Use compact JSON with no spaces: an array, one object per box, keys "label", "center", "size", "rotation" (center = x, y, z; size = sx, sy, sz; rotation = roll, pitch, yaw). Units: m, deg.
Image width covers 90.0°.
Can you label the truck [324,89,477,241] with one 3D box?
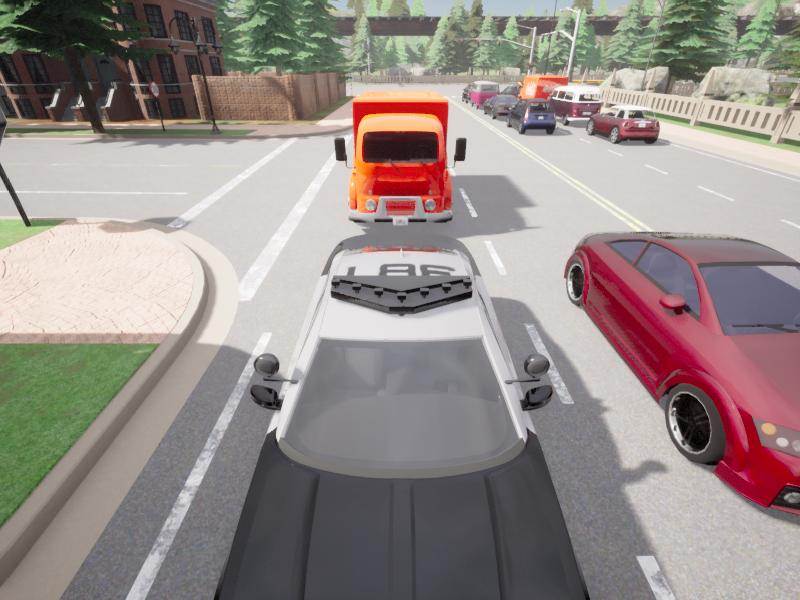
[{"label":"truck","center":[0.007,-3.588,9.713],"size":[2.627,2.467,5.204],"rotation":[0,30,0]}]

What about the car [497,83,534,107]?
[{"label":"car","center":[10.510,-18.904,36.802],"size":[2.033,1.649,4.856],"rotation":[0,30,0]}]

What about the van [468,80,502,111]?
[{"label":"van","center":[7.010,-17.136,33.415],"size":[1.775,1.987,4.442],"rotation":[0,30,0]}]

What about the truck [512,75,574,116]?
[{"label":"truck","center":[10.513,-15.486,30.111],"size":[2.627,2.467,5.204],"rotation":[0,30,0]}]

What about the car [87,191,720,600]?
[{"label":"car","center":[0.011,0.617,3.356],"size":[1.930,1.638,5.238],"rotation":[0,30,0]}]

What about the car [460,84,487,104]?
[{"label":"car","center":[7.011,-19.855,38.501],"size":[1.789,1.549,3.705],"rotation":[0,30,0]}]

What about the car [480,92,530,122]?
[{"label":"car","center":[7.012,-13.300,27.429],"size":[2.033,1.411,5.357],"rotation":[0,30,0]}]

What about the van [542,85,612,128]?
[{"label":"van","center":[10.510,-11.803,24.226],"size":[2.069,2.038,4.480],"rotation":[0,30,0]}]

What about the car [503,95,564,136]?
[{"label":"car","center":[7.011,-9.984,21.538],"size":[1.851,1.617,3.988],"rotation":[0,30,0]}]

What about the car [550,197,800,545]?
[{"label":"car","center":[3.497,0.144,4.421],"size":[1.994,1.385,4.181],"rotation":[-1,30,-1]}]

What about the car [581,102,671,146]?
[{"label":"car","center":[10.509,-8.409,18.972],"size":[1.970,1.475,3.806],"rotation":[0,30,0]}]
